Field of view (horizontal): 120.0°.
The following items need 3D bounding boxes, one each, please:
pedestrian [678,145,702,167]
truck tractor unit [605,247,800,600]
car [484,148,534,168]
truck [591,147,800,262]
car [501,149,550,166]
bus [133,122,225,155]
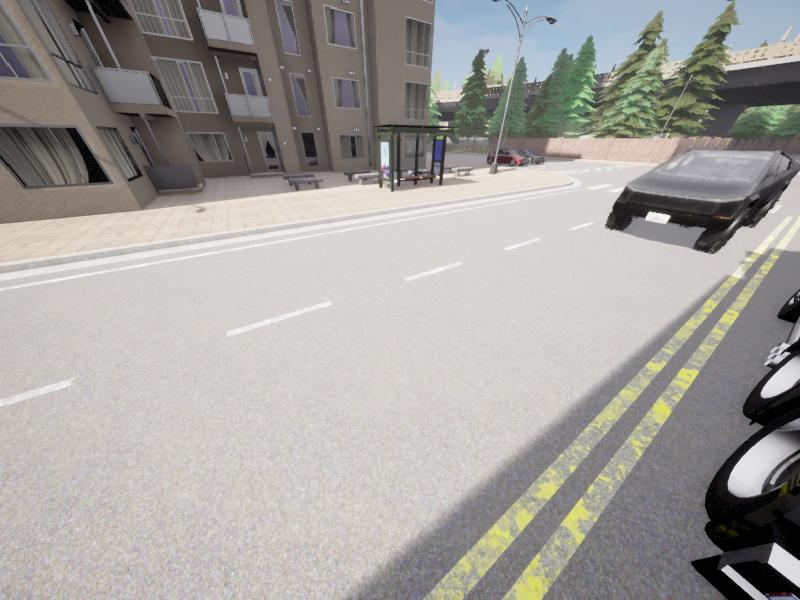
[{"bbox_3d":[29.219,-14.531,23.301,0.751,1.860,0.751,-27,43,-34],"label":"pedestrian"},{"bbox_3d":[5.080,-0.330,0.821,6.516,4.208,3.053,-19,39,-25],"label":"truck tractor unit"},{"bbox_3d":[11.057,-14.706,23.813,1.816,1.474,4.193,-20,39,-26],"label":"car"},{"bbox_3d":[9.096,-3.214,6.843,6.274,2.098,2.390,-18,39,-24],"label":"truck"},{"bbox_3d":[13.806,-15.898,25.638,1.994,1.385,4.181,-20,40,-27],"label":"car"},{"bbox_3d":[-37.271,-27.930,40.012,10.273,4.253,3.944,-18,39,-24],"label":"bus"}]
